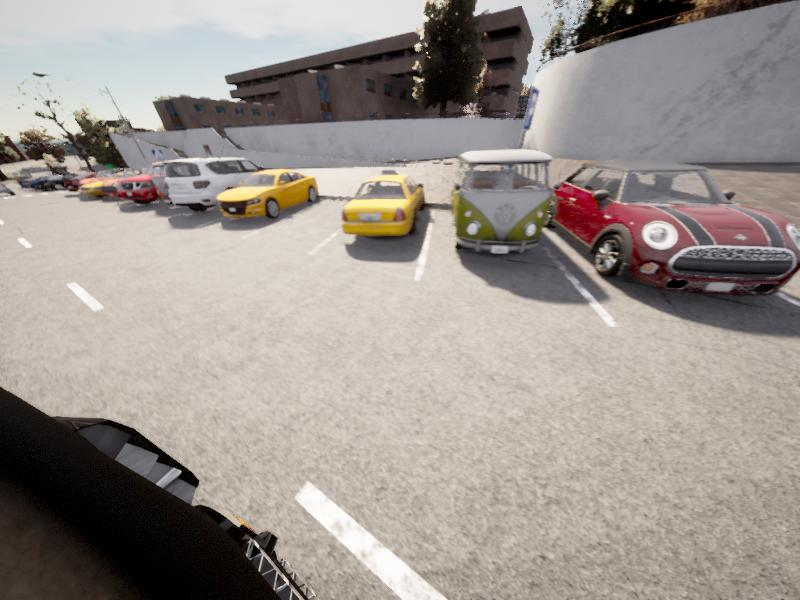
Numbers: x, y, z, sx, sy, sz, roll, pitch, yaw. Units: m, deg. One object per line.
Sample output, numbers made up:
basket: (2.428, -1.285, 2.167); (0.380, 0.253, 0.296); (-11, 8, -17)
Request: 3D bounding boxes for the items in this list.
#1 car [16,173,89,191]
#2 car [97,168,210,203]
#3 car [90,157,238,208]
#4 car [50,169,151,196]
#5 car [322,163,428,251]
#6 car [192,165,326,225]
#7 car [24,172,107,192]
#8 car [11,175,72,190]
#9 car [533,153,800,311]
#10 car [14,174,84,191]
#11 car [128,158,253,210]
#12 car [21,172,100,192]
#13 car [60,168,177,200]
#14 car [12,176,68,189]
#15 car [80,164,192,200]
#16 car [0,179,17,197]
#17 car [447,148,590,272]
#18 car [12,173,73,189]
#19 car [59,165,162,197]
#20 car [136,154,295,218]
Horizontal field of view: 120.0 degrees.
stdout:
car: (-46.540, -15.945, 31.152); (2.231, 1.521, 4.892); (3, 33, 12)
car: (-15.746, -7.634, 15.226); (2.002, 1.452, 4.674); (4, 34, 10)
car: (-13.184, -7.138, 13.732); (2.435, 2.045, 5.566); (4, 34, 10)
car: (-26.045, -10.497, 20.464); (2.097, 1.535, 5.008); (3, 33, 10)
car: (-0.269, -3.372, 7.547); (1.946, 1.575, 5.366); (4, 34, 10)
car: (-5.446, -4.753, 9.991); (2.097, 1.535, 5.008); (4, 34, 9)
car: (-38.890, -13.934, 27.125); (2.097, 1.535, 5.008); (3, 33, 10)
car: (-59.012, -19.509, 38.219); (2.097, 1.535, 5.008); (4, 33, 14)
car: (4.861, -1.904, 4.761); (2.185, 1.767, 4.553); (4, 34, 9)
car: (-49.067, -16.635, 32.528); (2.231, 1.521, 4.892); (3, 33, 12)
car: (-10.627, -6.344, 12.370); (1.878, 1.987, 4.442); (4, 34, 10)
car: (-41.447, -14.605, 28.463); (2.097, 1.535, 5.008); (3, 33, 11)
car: (-20.921, -8.995, 17.673); (1.946, 1.575, 5.366); (3, 33, 10)
car: (-63.896, -21.018, 41.181); (2.231, 1.521, 4.892); (5, 33, 15)
car: (-18.321, -8.503, 16.471); (2.185, 1.767, 4.553); (3, 33, 10)
car: (-42.003, -11.549, 23.856); (3.633, 1.501, 1.845); (15, 38, 27)
car: (2.257, -2.650, 5.880); (1.878, 1.987, 4.442); (4, 34, 9)
car: (-56.543, -18.898, 36.730); (2.185, 1.767, 4.553); (5, 33, 13)
car: (-23.466, -9.922, 19.106); (2.185, 1.767, 4.553); (3, 33, 10)
car: (-8.034, -5.713, 11.172); (2.435, 2.045, 5.566); (3, 34, 10)
